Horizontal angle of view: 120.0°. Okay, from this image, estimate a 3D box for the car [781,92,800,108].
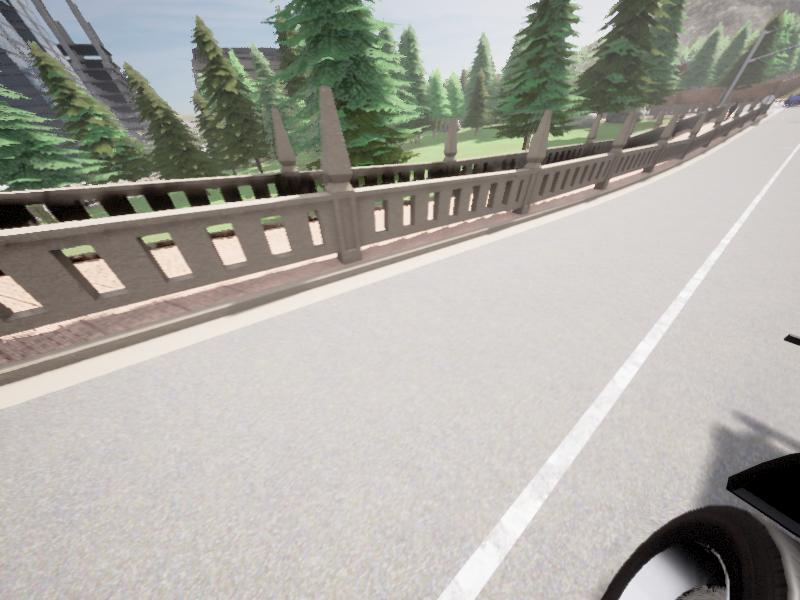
[{"bbox_3d":[55.960,-27.271,31.163,2.007,1.525,4.514,-34,46,-29],"label":"car"}]

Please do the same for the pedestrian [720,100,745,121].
[{"bbox_3d":[38.642,-22.001,26.845,0.751,1.860,0.751,-26,42,-22],"label":"pedestrian"}]
